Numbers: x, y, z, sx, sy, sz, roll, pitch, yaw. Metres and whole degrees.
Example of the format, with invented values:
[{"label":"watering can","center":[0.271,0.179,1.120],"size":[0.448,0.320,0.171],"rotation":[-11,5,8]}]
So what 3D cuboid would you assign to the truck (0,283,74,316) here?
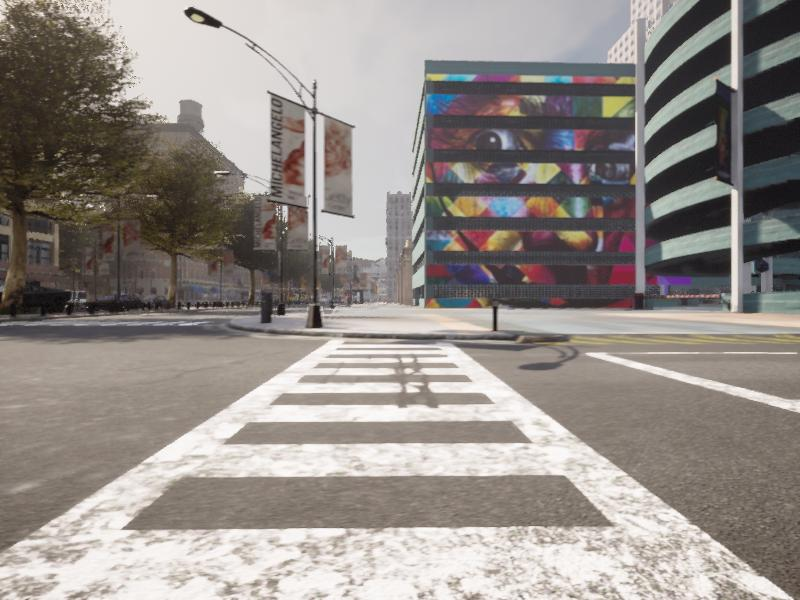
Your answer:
[{"label":"truck","center":[-27.348,-0.049,28.981],"size":[2.390,2.098,6.274],"rotation":[0,0,-1]}]

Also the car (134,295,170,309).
[{"label":"car","center":[-27.799,0.241,44.992],"size":[1.845,1.501,3.633],"rotation":[0,0,-2]}]

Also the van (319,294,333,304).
[{"label":"van","center":[-17.674,-0.209,95.826],"size":[2.351,2.431,6.366],"rotation":[0,0,-2]}]

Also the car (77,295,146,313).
[{"label":"car","center":[-23.986,0.306,33.573],"size":[2.033,1.411,5.357],"rotation":[0,0,-2]}]
